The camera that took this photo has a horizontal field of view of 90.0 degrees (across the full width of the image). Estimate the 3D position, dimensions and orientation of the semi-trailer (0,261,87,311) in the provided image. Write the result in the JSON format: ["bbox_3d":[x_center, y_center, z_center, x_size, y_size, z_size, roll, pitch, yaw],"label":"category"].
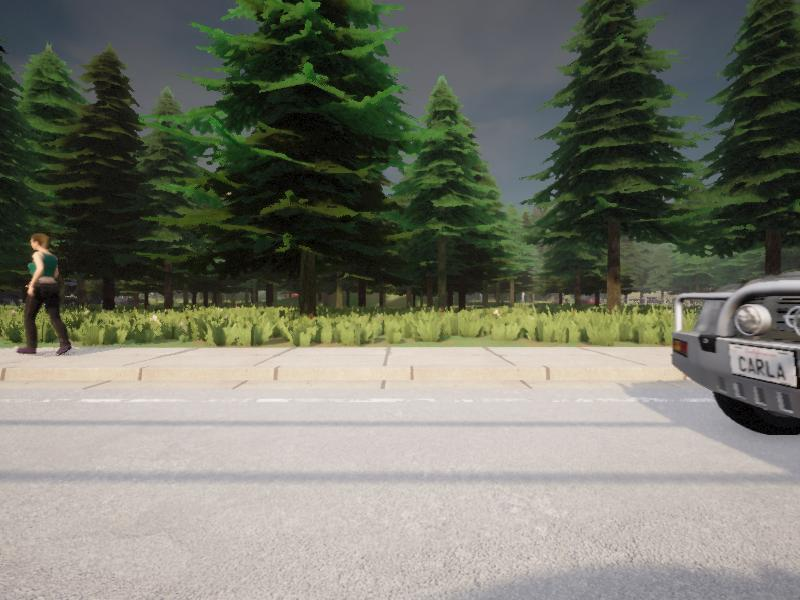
[{"bbox_3d":[-36.831,-1.217,38.250,2.717,4.402,14.254,0,0,0],"label":"semi-trailer"}]

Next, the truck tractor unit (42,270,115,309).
[{"bbox_3d":[-36.816,-1.114,46.163,3.053,4.208,6.516,0,0,1],"label":"truck tractor unit"}]

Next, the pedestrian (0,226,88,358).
[{"bbox_3d":[-5.377,-0.111,6.024,0.751,1.860,0.751,0,0,5],"label":"pedestrian"}]

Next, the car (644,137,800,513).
[{"bbox_3d":[4.263,0.038,2.175,4.605,1.855,1.932,-3,0,0],"label":"car"}]
